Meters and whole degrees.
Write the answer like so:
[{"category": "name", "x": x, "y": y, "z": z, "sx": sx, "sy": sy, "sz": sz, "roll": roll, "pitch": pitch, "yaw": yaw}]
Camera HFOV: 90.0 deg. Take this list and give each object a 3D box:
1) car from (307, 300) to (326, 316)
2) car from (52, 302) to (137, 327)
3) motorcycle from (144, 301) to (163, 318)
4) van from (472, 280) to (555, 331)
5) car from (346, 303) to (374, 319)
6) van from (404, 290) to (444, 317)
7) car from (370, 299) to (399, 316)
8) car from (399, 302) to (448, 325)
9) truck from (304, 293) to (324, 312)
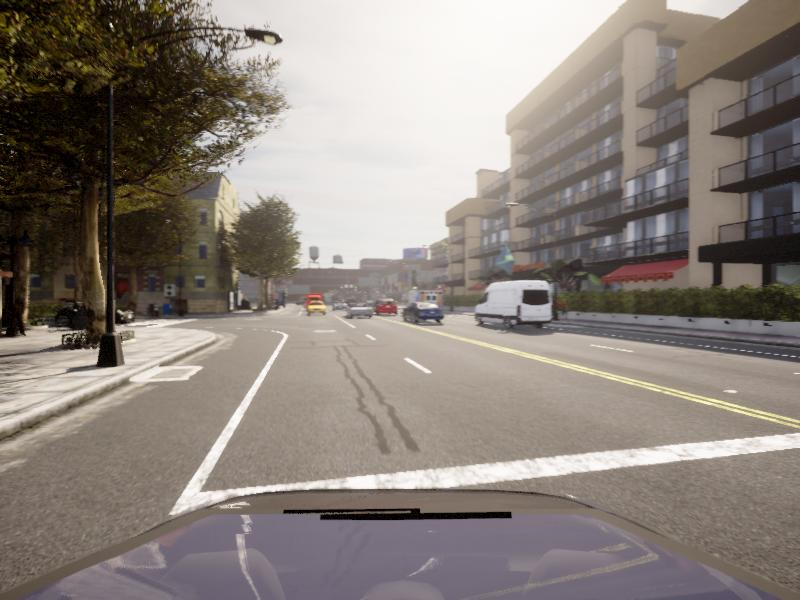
[{"category": "car", "x": -8.540, "y": 0.772, "z": 40.910, "sx": 1.801, "sy": 1.575, "sz": 5.366, "roll": 0, "pitch": 0, "yaw": -13}, {"category": "car", "x": -19.103, "y": 0.861, "z": 25.199, "sx": 3.806, "sy": 1.475, "sz": 1.970, "roll": 0, "pitch": 0, "yaw": -11}, {"category": "motorcycle", "x": -21.472, "y": 0.822, "z": 34.830, "sx": 0.764, "sy": 1.277, "sz": 2.356, "roll": -14, "pitch": 9, "yaw": -42}, {"category": "van", "x": 6.286, "y": 0.285, "z": 23.151, "sx": 1.988, "sy": 2.561, "sz": 5.915, "roll": 0, "pitch": 0, "yaw": -13}, {"category": "car", "x": -3.562, "y": 0.912, "z": 34.753, "sx": 1.895, "sy": 1.301, "sz": 4.718, "roll": 0, "pitch": 0, "yaw": -13}, {"category": "van", "x": 2.296, "y": 0.329, "z": 40.477, "sx": 2.351, "sy": 2.431, "sz": 6.366, "roll": 0, "pitch": 0, "yaw": -13}, {"category": "car", "x": -1.672, "y": 0.713, "z": 42.124, "sx": 2.242, "sy": 1.667, "sz": 4.611, "roll": 0, "pitch": 0, "yaw": -13}, {"category": "car", "x": 1.516, "y": 0.860, "z": 28.273, "sx": 2.033, "sy": 1.411, "sz": 5.357, "roll": 0, "pitch": 0, "yaw": -13}, {"category": "truck", "x": -12.224, "y": 0.312, "z": 56.825, "sx": 2.627, "sy": 2.467, "sz": 5.204, "roll": 0, "pitch": 0, "yaw": -13}]
